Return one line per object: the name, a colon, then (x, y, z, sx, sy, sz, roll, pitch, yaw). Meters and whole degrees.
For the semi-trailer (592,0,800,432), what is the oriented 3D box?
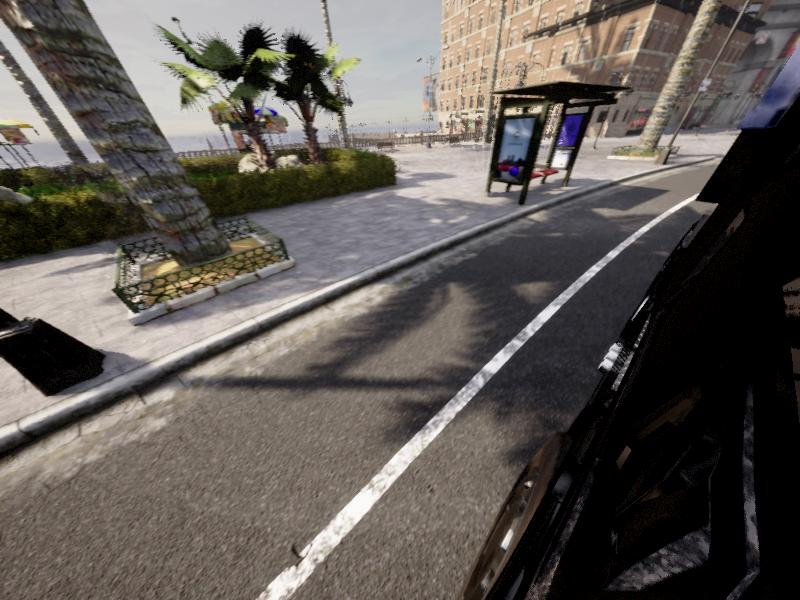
semi-trailer: (9.039, -3.341, 3.872, 14.254, 4.402, 2.717, -24, 41, -26)

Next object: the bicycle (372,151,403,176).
bicycle: (-0.676, -7.555, 12.765, 1.643, 1.024, 0.373, -19, 40, -21)

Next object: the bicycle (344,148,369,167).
bicycle: (-3.057, -10.127, 16.373, 1.643, 1.024, 0.373, -19, 40, -21)

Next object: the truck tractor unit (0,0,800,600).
truck tractor unit: (2.645, -0.295, 0.351, 6.516, 4.208, 3.053, -28, 44, -30)

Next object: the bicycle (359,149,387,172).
bicycle: (-1.629, -8.584, 14.208, 1.643, 1.024, 0.373, -19, 40, -21)
